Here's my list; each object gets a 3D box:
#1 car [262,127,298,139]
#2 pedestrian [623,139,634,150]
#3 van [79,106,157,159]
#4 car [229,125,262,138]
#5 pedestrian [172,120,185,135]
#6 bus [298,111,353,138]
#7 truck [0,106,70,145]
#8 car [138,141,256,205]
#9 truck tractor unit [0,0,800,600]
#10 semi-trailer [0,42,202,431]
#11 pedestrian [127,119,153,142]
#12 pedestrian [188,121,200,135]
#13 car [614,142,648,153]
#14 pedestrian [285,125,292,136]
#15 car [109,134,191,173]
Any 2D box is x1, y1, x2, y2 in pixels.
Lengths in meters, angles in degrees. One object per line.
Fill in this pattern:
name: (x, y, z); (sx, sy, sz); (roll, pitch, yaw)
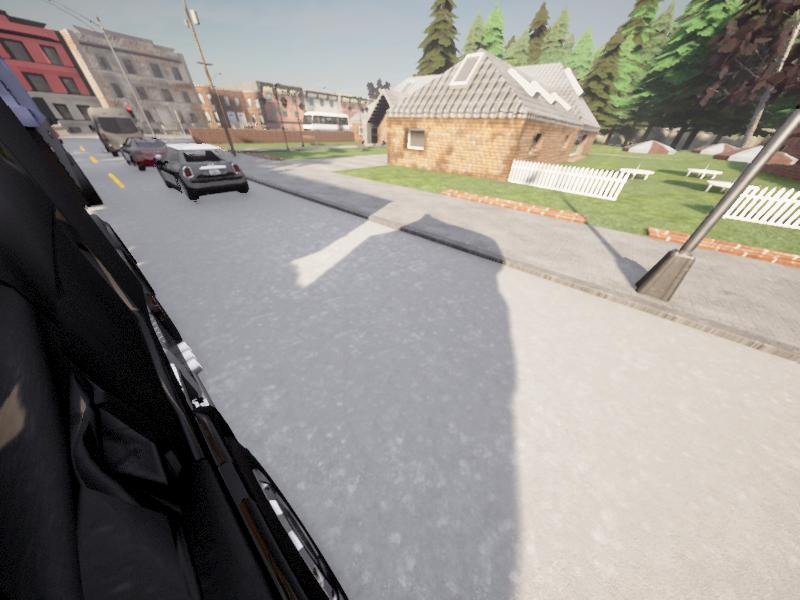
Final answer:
car: (-20.669, -28.867, 39.984); (1.882, 1.535, 5.008); (28, 44, 30)
pedestrian: (48.682, -33.160, 49.214); (0.751, 1.860, 0.751); (19, 40, 21)
van: (-19.619, -11.657, 16.055); (5.915, 2.561, 1.988); (29, 44, 31)
car: (-26.289, -28.776, 39.485); (1.851, 1.617, 3.988); (28, 43, 30)
pedestrian: (-35.117, -27.318, 36.595); (0.751, 1.860, 0.751); (-28, 46, -34)
bus: (-15.458, -37.069, 49.039); (3.944, 4.253, 10.273); (28, 44, 30)
truck: (-32.256, -15.187, 20.137); (5.204, 2.467, 2.627); (24, 42, 26)
car: (-7.351, -4.786, 8.401); (3.806, 1.475, 1.970); (28, 44, 30)
truck tractor unit: (-2.645, -0.295, 0.351); (6.516, 4.208, 3.053); (28, 44, 30)
semi-trailer: (-8.708, -3.584, 4.240); (14.254, 4.402, 2.717); (28, 44, 30)
pedestrian: (-26.088, -16.981, 23.188); (0.751, 1.860, 0.751); (-4, 37, -8)
pedestrian: (-33.971, -28.417, 38.137); (0.751, 1.860, 0.751); (-27, 46, -34)
car: (51.715, -34.228, 51.845); (5.027, 1.651, 2.152); (28, 43, 30)
pedestrian: (-24.244, -36.965, 50.270); (0.751, 1.860, 0.751); (21, 41, 24)
car: (-13.479, -7.984, 12.445); (4.181, 1.385, 1.994); (28, 43, 30)
